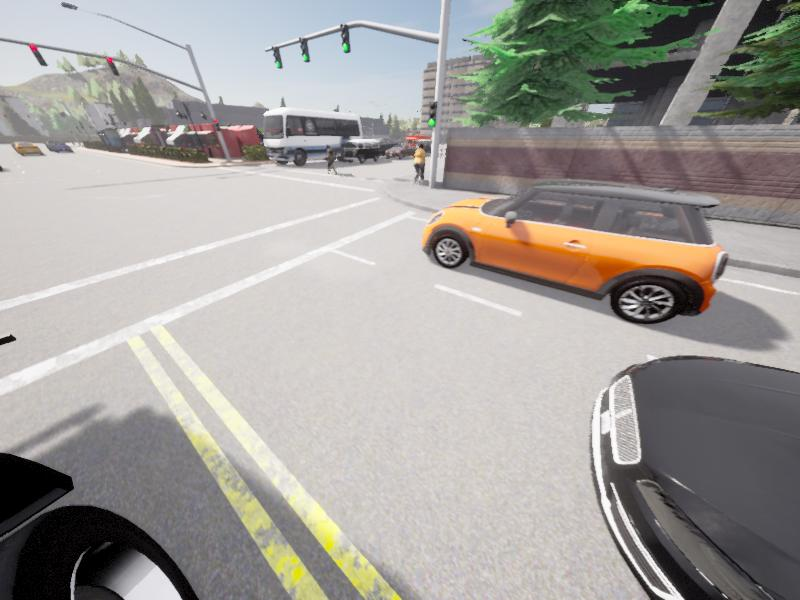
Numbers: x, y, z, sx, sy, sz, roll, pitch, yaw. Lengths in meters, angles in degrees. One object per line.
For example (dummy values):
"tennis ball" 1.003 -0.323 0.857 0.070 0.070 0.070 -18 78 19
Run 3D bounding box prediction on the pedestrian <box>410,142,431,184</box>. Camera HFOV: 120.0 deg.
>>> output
"pedestrian" 1.070 -7.243 12.211 0.751 1.860 0.751 20 39 25

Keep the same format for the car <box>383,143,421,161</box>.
"car" 0.348 -18.606 28.875 2.152 1.651 5.027 22 40 28

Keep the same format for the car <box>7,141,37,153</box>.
"car" -62.498 -25.351 38.179 5.008 1.535 1.882 22 41 28

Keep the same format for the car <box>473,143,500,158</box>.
"car" 12.537 -21.608 33.305 1.882 1.535 5.008 22 40 28

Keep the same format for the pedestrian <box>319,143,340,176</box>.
"pedestrian" -4.765 -9.559 15.736 0.751 1.860 0.751 22 41 28

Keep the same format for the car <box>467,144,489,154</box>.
"car" 13.347 -25.755 39.353 1.994 1.385 4.181 22 40 28

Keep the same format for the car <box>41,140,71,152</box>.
"car" -59.839 -26.766 40.132 4.856 1.649 2.033 22 41 28

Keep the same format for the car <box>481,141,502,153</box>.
"car" 17.571 -29.367 44.300 2.152 1.651 5.027 22 41 27

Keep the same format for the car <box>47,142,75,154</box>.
"car" -54.489 -24.528 37.122 4.193 1.474 1.816 22 41 28

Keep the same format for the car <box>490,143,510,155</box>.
"car" 16.380 -24.800 37.857 1.789 1.549 3.705 22 40 27

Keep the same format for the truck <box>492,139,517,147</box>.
"truck" 32.754 -49.309 72.433 6.274 2.098 2.390 1 35 1

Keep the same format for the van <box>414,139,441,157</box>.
"van" 3.899 -21.703 32.987 1.775 1.987 4.442 22 40 28

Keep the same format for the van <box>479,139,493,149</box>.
"van" 22.488 -40.693 60.118 1.775 1.987 4.442 22 40 28

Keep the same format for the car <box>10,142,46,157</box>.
"car" -51.372 -20.857 31.870 5.008 1.535 1.882 22 40 27

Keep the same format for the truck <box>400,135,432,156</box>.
"truck" 2.595 -24.364 36.341 2.627 2.467 5.204 22 40 28

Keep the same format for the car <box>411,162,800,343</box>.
"car" 2.721 -1.400 4.377 4.553 1.767 2.097 22 41 28

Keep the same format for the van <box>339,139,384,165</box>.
"van" -3.836 -15.350 23.851 2.069 2.038 4.480 19 39 24

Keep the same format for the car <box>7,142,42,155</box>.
"car" -56.892 -23.057 35.007 4.792 1.488 2.163 22 41 28

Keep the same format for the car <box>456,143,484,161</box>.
"car" 8.799 -18.526 28.835 1.851 1.617 3.988 22 40 28

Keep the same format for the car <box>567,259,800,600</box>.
"car" 3.569 1.529 0.480 4.892 1.490 1.837 22 41 28

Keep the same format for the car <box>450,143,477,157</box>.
"car" 9.692 -22.778 34.970 2.128 1.511 4.902 22 40 27

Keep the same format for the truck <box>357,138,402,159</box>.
"truck" -2.453 -20.019 30.450 2.390 2.098 6.274 22 40 28

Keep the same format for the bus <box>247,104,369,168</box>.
"bus" -8.120 -16.070 22.923 3.944 4.253 10.273 22 40 28

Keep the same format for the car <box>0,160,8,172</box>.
"car" -32.396 -10.631 17.518 4.792 1.488 2.163 22 41 28
